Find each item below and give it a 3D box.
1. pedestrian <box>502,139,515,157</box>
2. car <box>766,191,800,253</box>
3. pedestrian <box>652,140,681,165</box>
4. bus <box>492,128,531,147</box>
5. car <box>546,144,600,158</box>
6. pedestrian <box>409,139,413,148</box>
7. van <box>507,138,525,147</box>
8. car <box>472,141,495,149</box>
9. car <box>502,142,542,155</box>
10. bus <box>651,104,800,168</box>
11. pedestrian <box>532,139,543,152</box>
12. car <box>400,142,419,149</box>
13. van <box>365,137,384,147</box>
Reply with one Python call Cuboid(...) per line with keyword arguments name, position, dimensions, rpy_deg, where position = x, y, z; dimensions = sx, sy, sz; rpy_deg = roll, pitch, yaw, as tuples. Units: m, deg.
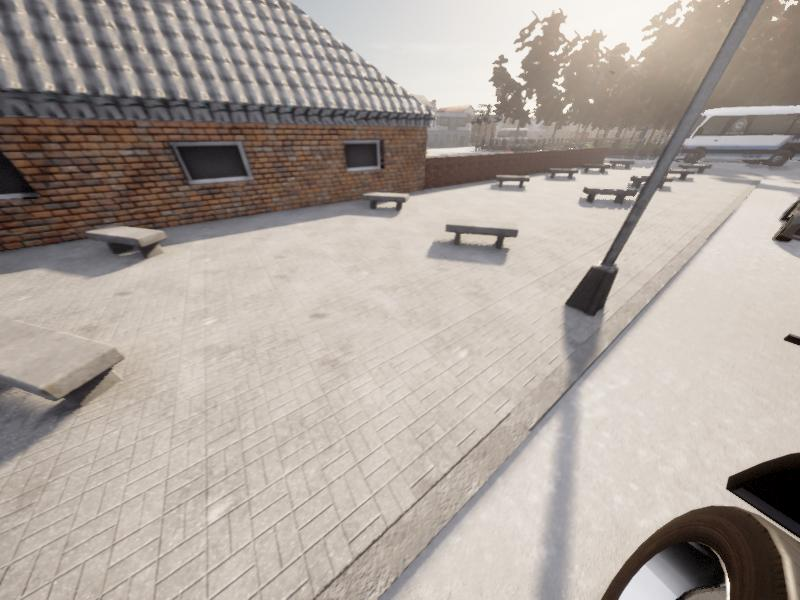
Cuboid(name="pedestrian", position=(13.932, -19.475, 29.642), dimensions=(0.751, 1.860, 0.751), rpy_deg=(-13, 37, -17))
Cuboid(name="car", position=(11.635, -2.254, 5.595), dimensions=(4.611, 1.667, 2.242), rpy_deg=(-22, 41, -28))
Cuboid(name="pedestrian", position=(23.986, -13.325, 20.833), dimensions=(0.751, 1.860, 0.751), rpy_deg=(-9, 36, -12))
Cuboid(name="bus", position=(31.673, -46.043, 65.392), dimensions=(10.273, 4.253, 3.944), rpy_deg=(-21, 40, -26))
Cuboid(name="car", position=(23.206, -20.210, 31.255), dimensions=(2.033, 1.411, 5.357), rpy_deg=(-22, 40, -27))
Cuboid(name="pedestrian", position=(2.693, -39.428, 58.065), dimensions=(0.751, 1.860, 0.751), rpy_deg=(-16, 38, -21))
Cuboid(name="van", position=(31.058, -42.081, 61.741), dimensions=(4.442, 1.987, 1.775), rpy_deg=(-24, 41, -29))
Cuboid(name="car", position=(20.319, -37.688, 56.086), dimensions=(5.357, 1.411, 2.033), rpy_deg=(-21, 40, -27))
Cuboid(name="car", position=(18.990, -23.777, 36.221), dimensions=(1.882, 1.535, 5.008), rpy_deg=(-22, 41, -28))
Cuboid(name="bus", position=(31.127, -14.548, 20.682), dimensions=(10.273, 4.253, 3.944), rpy_deg=(12, 37, 18))
Cuboid(name="pedestrian", position=(23.105, -25.933, 38.754), dimensions=(0.751, 1.860, 0.751), rpy_deg=(-22, 41, -28))
Cuboid(name="car", position=(2.234, -37.418, 55.903), dimensions=(1.895, 1.301, 4.718), rpy_deg=(-29, 44, -34))
Cuboid(name="van", position=(-7.360, -45.554, 66.533), dimensions=(2.351, 2.431, 6.366), rpy_deg=(-21, 40, -27))
